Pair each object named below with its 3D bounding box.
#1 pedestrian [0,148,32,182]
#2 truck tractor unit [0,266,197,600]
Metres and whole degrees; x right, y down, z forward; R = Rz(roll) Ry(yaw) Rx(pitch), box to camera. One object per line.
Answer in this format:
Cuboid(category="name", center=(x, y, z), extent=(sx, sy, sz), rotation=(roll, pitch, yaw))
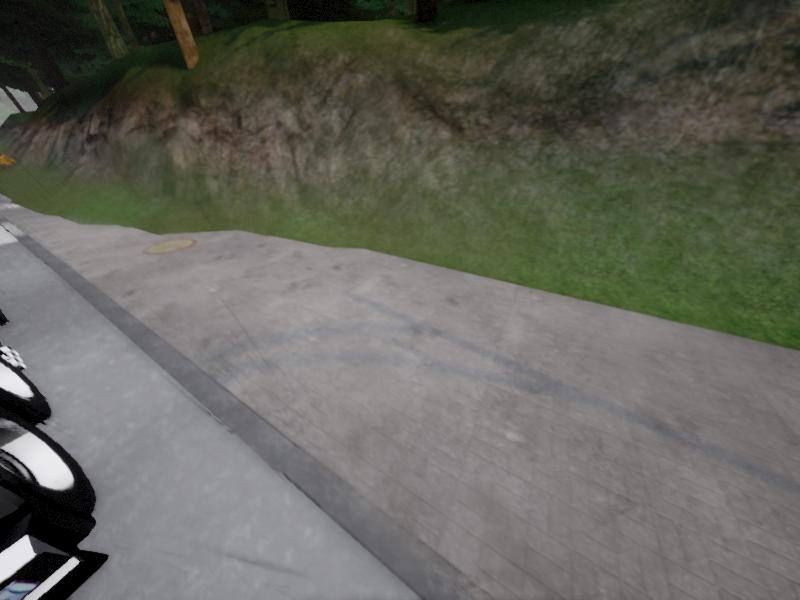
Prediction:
Cuboid(category="pedestrian", center=(-25.592, -8.825, 15.092), extent=(0.751, 1.860, 0.751), rotation=(16, 38, 22))
Cuboid(category="truck tractor unit", center=(-5.121, -0.289, 0.780), extent=(6.516, 4.208, 3.053), rotation=(18, 39, 24))
